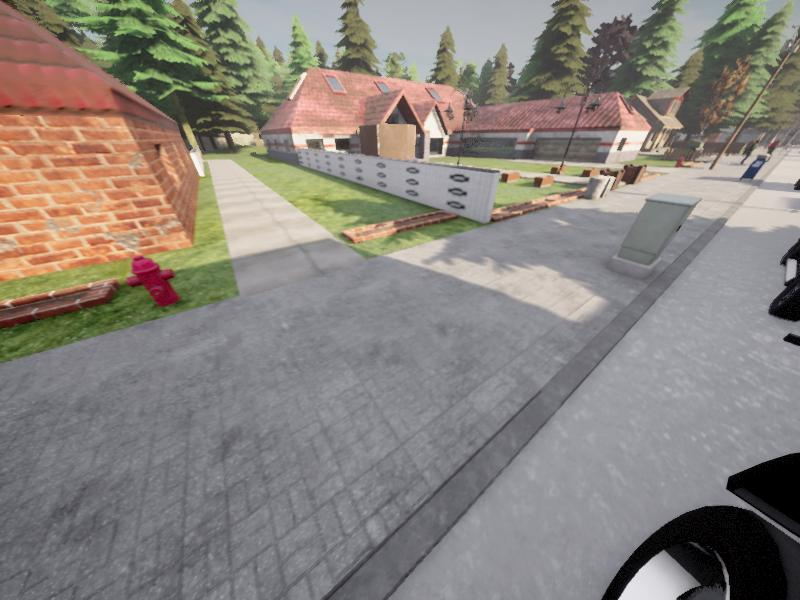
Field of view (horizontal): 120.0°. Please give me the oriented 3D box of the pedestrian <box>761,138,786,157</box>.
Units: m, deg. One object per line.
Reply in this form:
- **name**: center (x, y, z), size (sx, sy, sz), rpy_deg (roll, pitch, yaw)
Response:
- **pedestrian**: center (43.973, -17.969, 27.232), size (0.751, 1.860, 0.751), rpy_deg (-25, 42, -30)

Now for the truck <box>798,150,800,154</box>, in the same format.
- **truck**: center (62.655, -23.210, 34.539), size (6.274, 2.098, 2.390), rpy_deg (-22, 41, -28)

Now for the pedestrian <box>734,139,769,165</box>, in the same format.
- **pedestrian**: center (30.823, -13.011, 20.297), size (0.751, 1.860, 0.751), rpy_deg (26, 43, 32)

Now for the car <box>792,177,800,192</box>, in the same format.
- **car**: center (21.157, -6.222, 10.939), size (3.866, 1.878, 1.905), rpy_deg (-22, 41, -28)

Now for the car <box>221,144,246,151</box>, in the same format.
- **car**: center (-41.458, -38.128, 57.560), size (4.718, 1.301, 1.895), rpy_deg (-22, 41, -28)

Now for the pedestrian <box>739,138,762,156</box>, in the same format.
- **pedestrian**: center (44.321, -19.370, 29.216), size (0.751, 1.860, 0.751), rpy_deg (-29, 44, -34)

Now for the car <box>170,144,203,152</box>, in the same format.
- **car**: center (-49.039, -35.089, 53.216), size (5.357, 1.411, 2.033), rpy_deg (-22, 41, -28)

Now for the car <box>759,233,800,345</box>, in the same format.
- **car**: center (7.455, -0.623, 3.113), size (4.605, 1.855, 1.932), rpy_deg (-21, 40, -28)

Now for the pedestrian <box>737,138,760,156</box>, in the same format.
- **pedestrian**: center (42.831, -18.779, 28.389), size (0.751, 1.860, 0.751), rpy_deg (-22, 40, -27)
